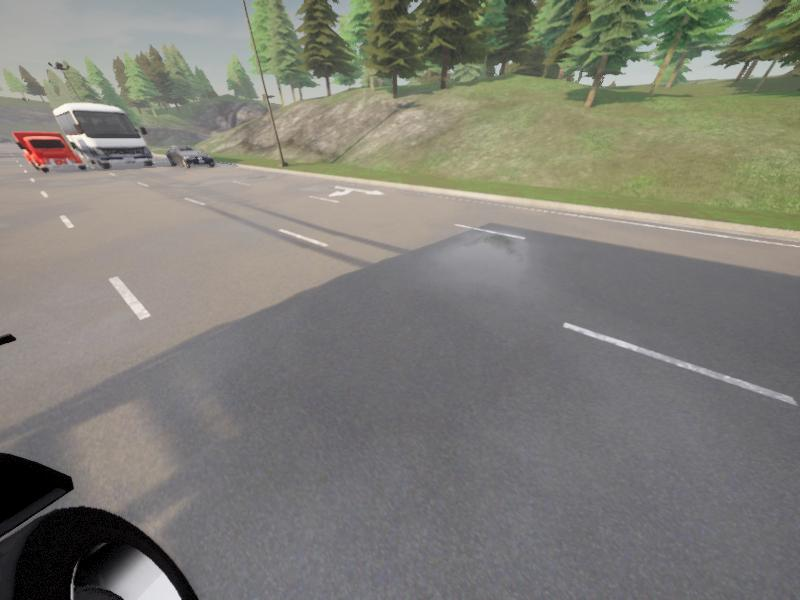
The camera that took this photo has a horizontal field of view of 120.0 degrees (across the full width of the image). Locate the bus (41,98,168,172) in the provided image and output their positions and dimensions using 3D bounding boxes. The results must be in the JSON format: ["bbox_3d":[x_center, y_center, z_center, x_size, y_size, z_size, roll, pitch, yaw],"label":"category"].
[{"bbox_3d":[-25.724,-14.172,20.136,10.273,4.253,3.944,22,41,28],"label":"bus"}]

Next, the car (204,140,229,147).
[{"bbox_3d":[-49.747,-42.668,62.825,2.128,1.511,4.902,11,37,15],"label":"car"}]

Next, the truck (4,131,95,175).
[{"bbox_3d":[-26.126,-11.057,17.263,5.204,2.467,2.627,22,41,28],"label":"truck"}]

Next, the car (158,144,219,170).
[{"bbox_3d":[-18.463,-12.528,20.139,5.027,1.651,2.152,22,41,28],"label":"car"}]
